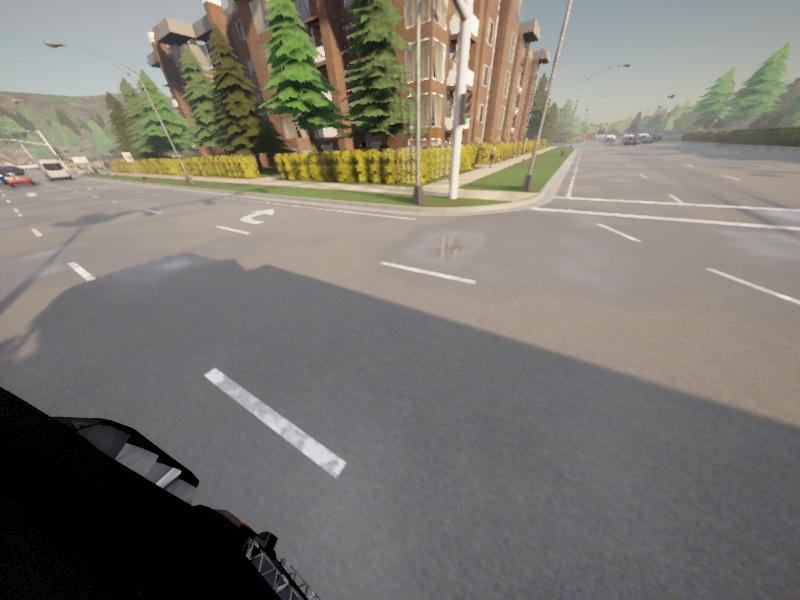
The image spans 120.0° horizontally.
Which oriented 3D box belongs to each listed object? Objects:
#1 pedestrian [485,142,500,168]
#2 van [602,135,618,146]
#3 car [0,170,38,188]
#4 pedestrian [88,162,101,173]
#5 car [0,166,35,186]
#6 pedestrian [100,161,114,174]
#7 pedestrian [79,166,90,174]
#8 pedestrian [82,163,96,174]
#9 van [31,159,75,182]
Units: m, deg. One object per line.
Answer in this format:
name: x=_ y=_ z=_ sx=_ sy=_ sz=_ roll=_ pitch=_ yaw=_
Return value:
pedestrian: x=7.988 y=-12.515 z=20.009 sx=0.751 sy=1.860 sz=0.751 roll=18 pitch=39 yaw=28
van: x=51.712 y=-39.423 z=57.052 sx=2.069 sy=2.038 sz=4.480 roll=18 pitch=39 yaw=28
car: x=-44.956 y=-14.278 z=27.139 sx=3.988 sy=1.617 sz=1.851 roll=18 pitch=39 yaw=28
pedestrian: x=-63.366 y=-27.447 z=47.898 sx=0.751 sy=1.860 sz=0.751 roll=23 pitch=42 yaw=33
car: x=-50.969 y=-16.391 z=30.348 sx=5.566 sy=2.045 sz=2.150 roll=18 pitch=39 yaw=28
pedestrian: x=-51.552 y=-23.366 z=40.648 sx=0.751 sy=1.860 sz=0.751 roll=18 pitch=39 yaw=28
pedestrian: x=-62.931 y=-25.905 z=46.065 sx=0.751 sy=1.300 sz=0.751 roll=18 pitch=39 yaw=28
pedestrian: x=-62.749 y=-26.640 z=46.643 sx=0.751 sy=1.860 sz=0.751 roll=18 pitch=39 yaw=27
van: x=-48.657 y=-18.168 z=32.383 sx=5.915 sy=2.561 sz=1.988 roll=18 pitch=39 yaw=28
